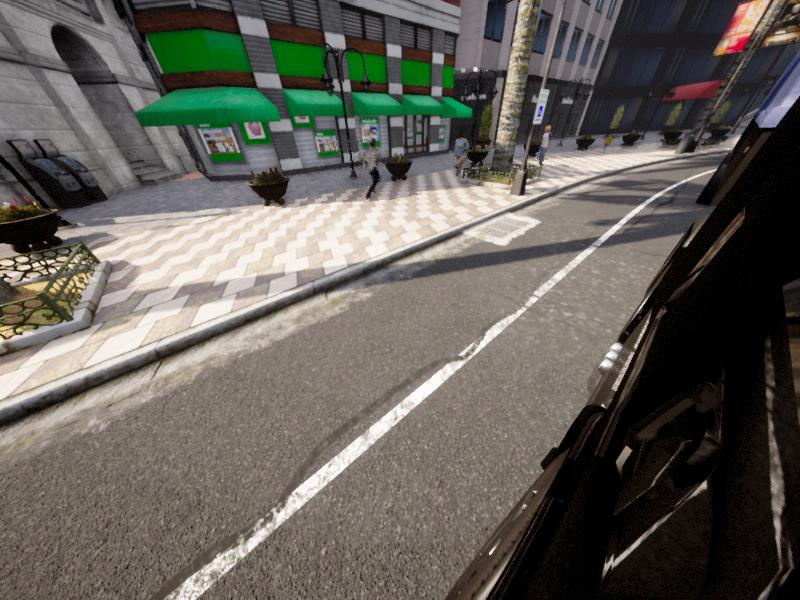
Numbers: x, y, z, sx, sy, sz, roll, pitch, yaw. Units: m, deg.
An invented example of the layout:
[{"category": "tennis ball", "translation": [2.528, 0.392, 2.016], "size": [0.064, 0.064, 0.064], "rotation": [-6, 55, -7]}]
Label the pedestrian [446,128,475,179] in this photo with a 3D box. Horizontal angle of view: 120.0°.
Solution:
[{"category": "pedestrian", "translation": [2.705, -6.654, 10.506], "size": [0.751, 1.860, 0.751], "rotation": [-28, 44, -30]}]

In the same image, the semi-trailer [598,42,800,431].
[{"category": "semi-trailer", "translation": [8.686, -3.614, 4.240], "size": [14.254, 4.402, 2.717], "rotation": [-28, 44, -30]}]

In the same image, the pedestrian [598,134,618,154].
[{"category": "pedestrian", "translation": [14.245, -10.711, 15.841], "size": [0.500, 1.100, 0.500], "rotation": [-20, 40, -21]}]

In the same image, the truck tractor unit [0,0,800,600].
[{"category": "truck tractor unit", "translation": [2.645, -0.295, 0.351], "size": [6.516, 4.208, 3.053], "rotation": [-28, 44, -30]}]

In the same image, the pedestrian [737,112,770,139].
[{"category": "pedestrian", "translation": [31.450, -15.551, 20.603], "size": [0.751, 1.860, 0.751], "rotation": [29, 47, 35]}]

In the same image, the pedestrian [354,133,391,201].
[{"category": "pedestrian", "translation": [-0.878, -4.492, 7.841], "size": [0.751, 1.860, 0.751], "rotation": [26, 45, 33]}]

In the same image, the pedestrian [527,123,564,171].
[{"category": "pedestrian", "translation": [7.005, -7.382, 11.211], "size": [0.751, 1.860, 0.751], "rotation": [-5, 37, -3]}]
